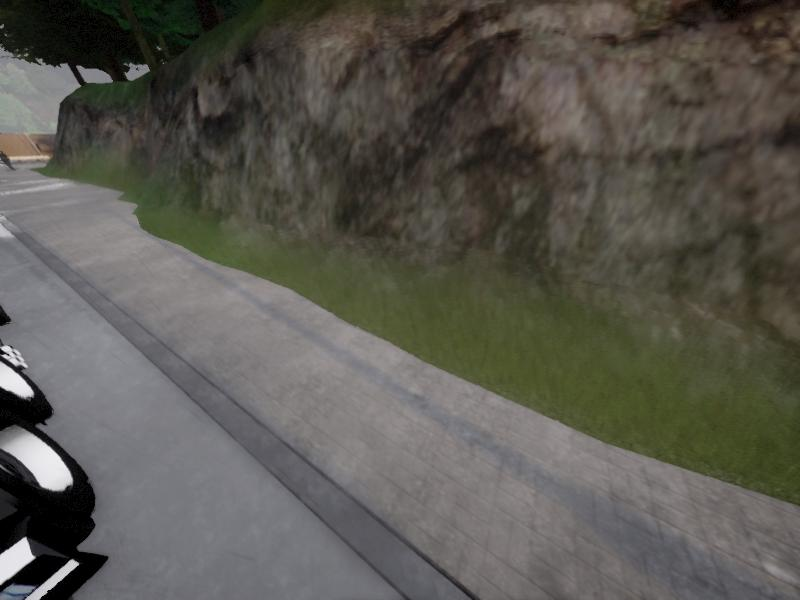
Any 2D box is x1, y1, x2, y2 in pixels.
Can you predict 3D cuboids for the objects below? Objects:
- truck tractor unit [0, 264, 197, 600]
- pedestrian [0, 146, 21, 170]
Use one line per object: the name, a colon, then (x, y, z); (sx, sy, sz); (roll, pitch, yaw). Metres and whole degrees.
truck tractor unit: (-5.113, -0.297, 0.784); (6.516, 4.208, 3.053); (18, 39, 24)
pedestrian: (-36.554, -13.082, 21.318); (0.751, 1.860, 0.751); (18, 39, 25)
